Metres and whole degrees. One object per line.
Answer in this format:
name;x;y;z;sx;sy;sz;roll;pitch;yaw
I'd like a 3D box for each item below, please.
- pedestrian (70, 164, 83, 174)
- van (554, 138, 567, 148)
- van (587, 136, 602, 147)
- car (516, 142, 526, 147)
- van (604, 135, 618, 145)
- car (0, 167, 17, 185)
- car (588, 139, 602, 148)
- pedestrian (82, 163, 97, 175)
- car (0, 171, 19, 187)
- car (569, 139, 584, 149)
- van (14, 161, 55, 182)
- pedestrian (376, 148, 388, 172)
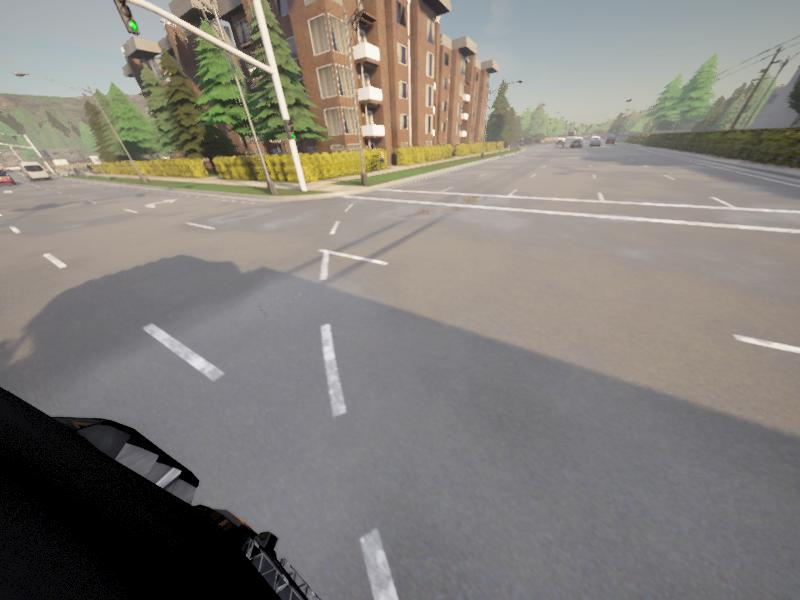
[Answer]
pedestrian;-70.109;-28.337;50.066;0.751;1.860;0.751;21;40;31
van;40.301;-39.475;58.026;2.069;2.038;4.480;18;39;28
van;48.338;-39.534;57.490;2.069;2.038;4.480;18;39;28
car;43.602;-56.252;83.400;1.812;1.442;4.674;4;34;11
van;53.638;-40.704;58.870;1.775;1.987;4.442;18;39;28
car;-59.330;-18.222;33.970;5.566;2.045;2.150;17;39;27
car;44.176;-35.484;52.333;1.994;1.385;4.181;18;39;28
pedestrian;-57.962;-24.523;43.140;0.751;1.860;0.751;15;38;25
car;-53.279;-16.155;30.802;3.988;1.617;1.851;17;39;28
car;39.660;-35.068;51.931;2.242;1.667;4.611;18;39;28
van;-57.045;-20.011;36.025;5.915;2.561;1.988;17;39;27
pedestrian;-1.717;-13.449;22.195;0.751;1.860;0.751;18;39;28
